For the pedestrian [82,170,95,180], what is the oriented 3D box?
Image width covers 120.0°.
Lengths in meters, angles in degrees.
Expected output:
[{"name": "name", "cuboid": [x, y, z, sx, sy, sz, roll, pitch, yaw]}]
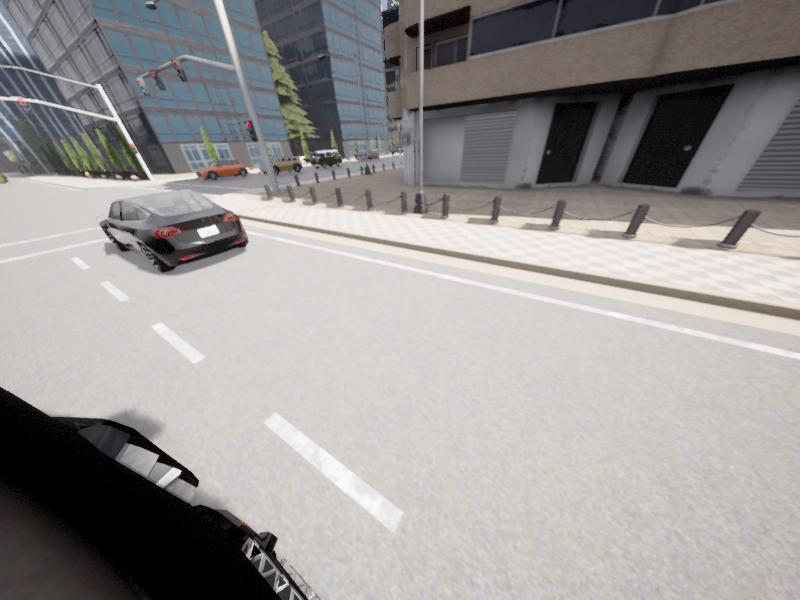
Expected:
[{"name": "pedestrian", "cuboid": [-41.447, -16.625, 30.695, 0.500, 1.100, 0.500, 16, 38, 26]}]

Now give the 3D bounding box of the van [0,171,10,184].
[{"name": "van", "cuboid": [-62.187, -18.915, 35.256, 4.442, 1.987, 1.775, 20, 40, 31]}]

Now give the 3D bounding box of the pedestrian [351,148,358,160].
[{"name": "pedestrian", "cuboid": [-9.077, -29.126, 46.085, 0.751, 1.860, 0.751, 13, 37, 22]}]

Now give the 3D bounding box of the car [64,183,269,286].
[{"name": "car", "cuboid": [-6.191, -2.063, 6.154, 4.792, 1.488, 2.163, 17, 39, 27]}]

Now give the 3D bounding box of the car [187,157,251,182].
[{"name": "car", "cuboid": [-18.755, -13.726, 24.188, 2.097, 1.767, 4.553, 17, 39, 27]}]

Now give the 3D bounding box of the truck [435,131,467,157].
[{"name": "truck", "cuboid": [10.134, -30.615, 45.360, 2.891, 3.827, 8.468, 17, 39, 27]}]

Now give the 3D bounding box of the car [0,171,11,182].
[{"name": "car", "cuboid": [-68.589, -20.937, 39.191, 4.514, 1.525, 2.007, 17, 39, 27]}]

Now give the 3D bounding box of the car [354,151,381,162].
[{"name": "car", "cuboid": [-5.711, -25.852, 41.555, 2.128, 1.511, 4.902, 17, 39, 27]}]

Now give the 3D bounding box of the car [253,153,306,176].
[{"name": "car", "cuboid": [-13.299, -15.162, 25.834, 1.932, 1.855, 4.605, 17, 39, 27]}]

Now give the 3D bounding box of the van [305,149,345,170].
[{"name": "van", "cuboid": [-9.748, -18.572, 30.507, 2.069, 2.038, 4.480, 17, 39, 27]}]
